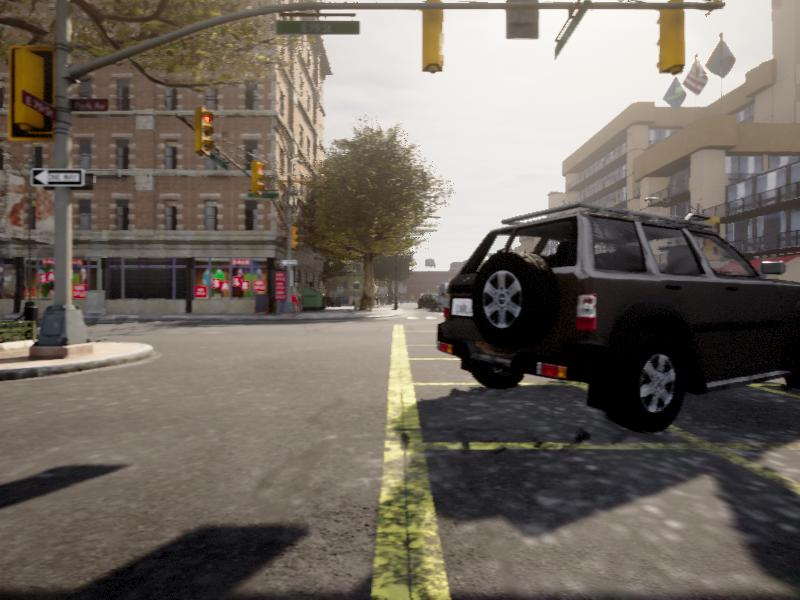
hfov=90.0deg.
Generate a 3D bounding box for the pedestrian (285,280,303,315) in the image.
[{"bbox_3d":[-5.569,-0.129,21.101,0.751,1.860,0.751,0,0,-1],"label":"pedestrian"}]

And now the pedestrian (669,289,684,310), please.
[{"bbox_3d":[24.612,-0.063,35.624,0.751,1.860,0.751,0,0,-2],"label":"pedestrian"}]

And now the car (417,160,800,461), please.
[{"bbox_3d":[2.675,0.057,4.381,4.605,1.855,1.932,0,1,-27],"label":"car"}]

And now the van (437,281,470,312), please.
[{"bbox_3d":[4.662,-0.269,35.603,1.988,2.561,5.915,0,0,-1],"label":"van"}]

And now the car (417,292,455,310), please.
[{"bbox_3d":[3.764,0.101,43.139,2.097,1.767,4.553,0,0,-24],"label":"car"}]

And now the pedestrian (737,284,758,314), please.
[{"bbox_3d":[22.016,-0.069,25.319,0.751,1.860,0.751,0,0,-23],"label":"pedestrian"}]

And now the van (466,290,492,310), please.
[{"bbox_3d":[8.136,0.015,41.415,1.775,1.987,4.442,0,0,0],"label":"van"}]

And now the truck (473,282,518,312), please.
[{"bbox_3d":[8.176,-0.227,34.916,2.627,2.467,5.204,0,0,0],"label":"truck"}]
